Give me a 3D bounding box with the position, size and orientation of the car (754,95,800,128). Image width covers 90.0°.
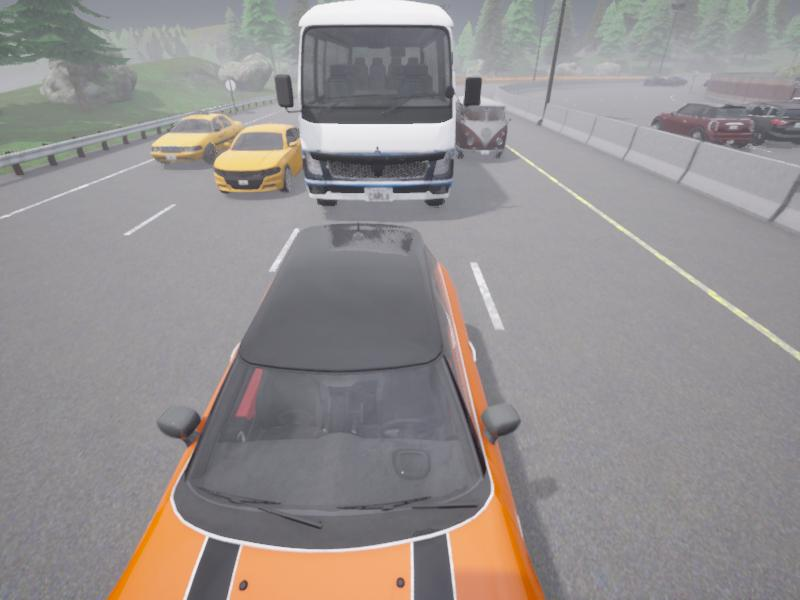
[{"bbox_3d":[23.903,-11.273,23.864,1.970,1.475,3.806,0,30,0],"label":"car"}]

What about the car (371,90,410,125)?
[{"bbox_3d":[-0.508,-12.253,25.317,2.242,1.667,4.611,0,30,1],"label":"car"}]

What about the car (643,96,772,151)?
[{"bbox_3d":[13.454,-8.036,17.998,2.097,1.767,4.553,0,30,0],"label":"car"}]

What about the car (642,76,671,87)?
[{"bbox_3d":[43.277,-36.964,67.556,3.705,1.549,1.789,-12,32,-18],"label":"car"}]

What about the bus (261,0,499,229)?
[{"bbox_3d":[-0.373,-5.967,12.007,3.944,4.253,10.273,0,30,0],"label":"bus"}]

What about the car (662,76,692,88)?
[{"bbox_3d":[44.925,-35.398,64.872,3.633,1.501,1.845,-12,32,-18],"label":"car"}]

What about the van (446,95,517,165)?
[{"bbox_3d":[2.988,-6.820,15.715,1.775,1.987,4.442,0,30,0],"label":"van"}]

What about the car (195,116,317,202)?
[{"bbox_3d":[-3.988,-4.482,12.150,1.882,1.535,5.008,0,31,0],"label":"car"}]

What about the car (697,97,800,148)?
[{"bbox_3d":[16.946,-8.479,18.883,2.242,1.667,4.611,0,30,0],"label":"car"}]

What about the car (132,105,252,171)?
[{"bbox_3d":[-7.518,-6.324,15.254,1.801,1.575,5.366,0,30,0],"label":"car"}]

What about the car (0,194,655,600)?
[{"bbox_3d":[-0.370,0.772,2.959,2.097,1.767,4.553,0,31,-2],"label":"car"}]
